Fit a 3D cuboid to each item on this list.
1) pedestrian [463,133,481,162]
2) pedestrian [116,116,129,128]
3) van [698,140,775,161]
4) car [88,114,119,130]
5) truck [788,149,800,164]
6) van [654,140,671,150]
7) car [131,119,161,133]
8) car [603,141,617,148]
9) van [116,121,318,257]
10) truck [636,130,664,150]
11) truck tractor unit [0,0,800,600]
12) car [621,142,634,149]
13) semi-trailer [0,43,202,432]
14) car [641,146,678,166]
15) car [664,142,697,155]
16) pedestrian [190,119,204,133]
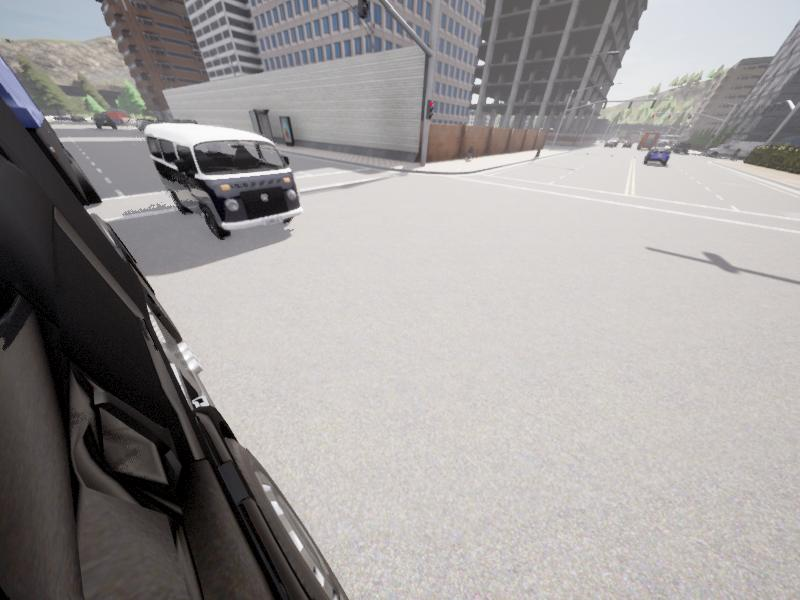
[{"bbox_3d":[5.654,-12.041,18.281,0.751,1.860,0.751,25,42,27],"label":"pedestrian"},{"bbox_3d":[-55.894,-35.786,46.488,0.751,1.860,0.751,-14,40,-21],"label":"pedestrian"},{"bbox_3d":[54.213,-24.342,37.506,6.366,2.431,2.351,15,39,16],"label":"van"},{"bbox_3d":[-51.422,-30.920,40.062,5.566,2.045,2.150,28,44,30],"label":"car"},{"bbox_3d":[62.637,-20.513,31.740,8.468,3.827,2.891,28,43,30],"label":"truck"},{"bbox_3d":[70.307,-41.637,61.939,2.069,2.038,4.480,28,44,30],"label":"van"},{"bbox_3d":[-39.958,-27.372,36.371,4.856,1.649,2.033,28,44,30],"label":"car"},{"bbox_3d":[52.967,-39.288,58.259,2.033,1.411,5.357,28,44,30],"label":"car"},{"bbox_3d":[-4.443,-3.027,5.702,4.480,2.038,2.069,27,43,29],"label":"van"},{"bbox_3d":[60.847,-39.097,56.464,2.891,3.827,8.468,28,44,30],"label":"truck"},{"bbox_3d":[-2.645,-0.295,0.351,6.516,4.208,3.053,28,44,30],"label":"truck tractor unit"},{"bbox_3d":[58.099,-39.504,58.947,1.895,1.301,4.718,28,44,30],"label":"car"},{"bbox_3d":[-8.699,-3.613,4.214,14.254,4.402,2.717,28,44,30],"label":"semi-trailer"},{"bbox_3d":[28.277,-15.838,25.314,2.007,1.525,4.514,28,44,30],"label":"car"},{"bbox_3d":[54.620,-29.682,45.140,1.905,1.878,3.866,10,37,9],"label":"car"},{"bbox_3d":[-32.295,-27.653,36.727,0.751,1.860,0.751,18,39,19],"label":"pedestrian"}]
